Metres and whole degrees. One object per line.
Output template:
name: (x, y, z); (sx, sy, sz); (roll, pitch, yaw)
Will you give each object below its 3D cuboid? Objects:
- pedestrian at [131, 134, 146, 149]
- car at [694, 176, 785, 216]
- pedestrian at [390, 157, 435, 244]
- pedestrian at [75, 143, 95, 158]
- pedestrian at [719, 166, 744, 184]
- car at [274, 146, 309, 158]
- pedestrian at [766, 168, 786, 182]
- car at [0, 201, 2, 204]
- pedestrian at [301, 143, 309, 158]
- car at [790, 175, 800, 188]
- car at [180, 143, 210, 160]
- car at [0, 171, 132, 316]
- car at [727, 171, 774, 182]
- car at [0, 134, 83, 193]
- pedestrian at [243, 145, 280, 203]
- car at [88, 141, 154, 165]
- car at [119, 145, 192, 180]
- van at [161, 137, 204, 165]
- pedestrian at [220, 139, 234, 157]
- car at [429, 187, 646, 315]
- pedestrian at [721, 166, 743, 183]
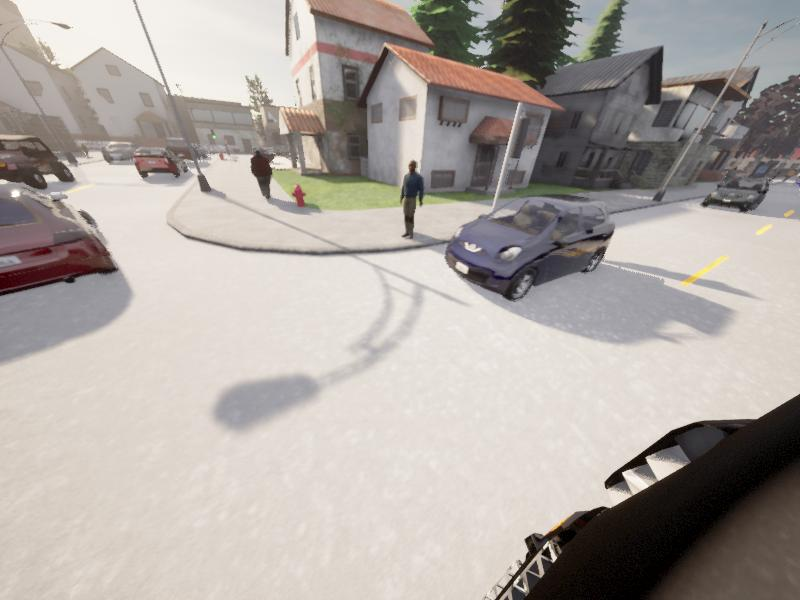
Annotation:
pedestrian: (-38.356, -23.274, 33.922); (0.751, 1.860, 0.751); (30, 42, 34)
car: (19.176, -6.001, 13.070); (3.988, 1.617, 1.851); (-16, 38, -26)
pedestrian: (0.281, -2.518, 5.870); (0.751, 1.860, 0.751); (20, 37, 24)
pedestrian: (-28.435, -13.497, 20.863); (0.500, 1.100, 0.500); (-11, 36, -20)
pedestrian: (40.040, -15.067, 27.926); (0.751, 1.860, 0.751); (-13, 37, -22)
car: (-17.812, -24.390, 38.016); (4.792, 1.488, 2.163); (-16, 38, -26)
pedestrian: (57.818, -19.197, 35.538); (0.751, 1.860, 0.751); (29, 42, 34)
car: (-13.284, -2.557, 5.305); (2.033, 1.649, 4.856); (-16, 38, -26)
pedestrian: (-14.524, -22.866, 35.384); (0.751, 1.860, 0.751); (-19, 39, -30)
car: (59.906, -17.327, 33.884); (4.514, 1.525, 2.007); (-16, 38, -26)
car: (-23.952, -17.487, 27.127); (1.816, 1.474, 4.193); (-16, 38, -26)
car: (-7.030, -1.241, 4.046); (4.181, 1.385, 1.994); (24, 39, 28)
car: (65.879, -23.313, 43.528); (1.895, 1.301, 4.718); (-16, 38, -26)
car: (-16.590, -5.941, 9.911); (1.905, 1.878, 3.866); (-16, 38, -26)
pedestrian: (-5.356, -4.870, 8.976); (0.751, 1.860, 0.751); (-16, 38, -26)
car: (-23.486, -12.587, 19.740); (2.128, 1.511, 4.902); (-16, 38, -26)
car: (-15.139, -8.784, 14.644); (2.007, 1.525, 4.514); (-16, 38, -26)
van: (-20.198, -13.998, 21.690); (1.775, 1.987, 4.442); (-16, 38, -26)
pedestrian: (-22.301, -19.554, 29.767); (0.751, 1.860, 0.751); (22, 38, 26)
car: (2.689, -1.287, 4.733); (3.633, 1.501, 1.845); (-16, 38, -26)
pedestrian: (42.715, -16.128, 29.736); (0.751, 1.860, 0.751); (-14, 37, -23)
